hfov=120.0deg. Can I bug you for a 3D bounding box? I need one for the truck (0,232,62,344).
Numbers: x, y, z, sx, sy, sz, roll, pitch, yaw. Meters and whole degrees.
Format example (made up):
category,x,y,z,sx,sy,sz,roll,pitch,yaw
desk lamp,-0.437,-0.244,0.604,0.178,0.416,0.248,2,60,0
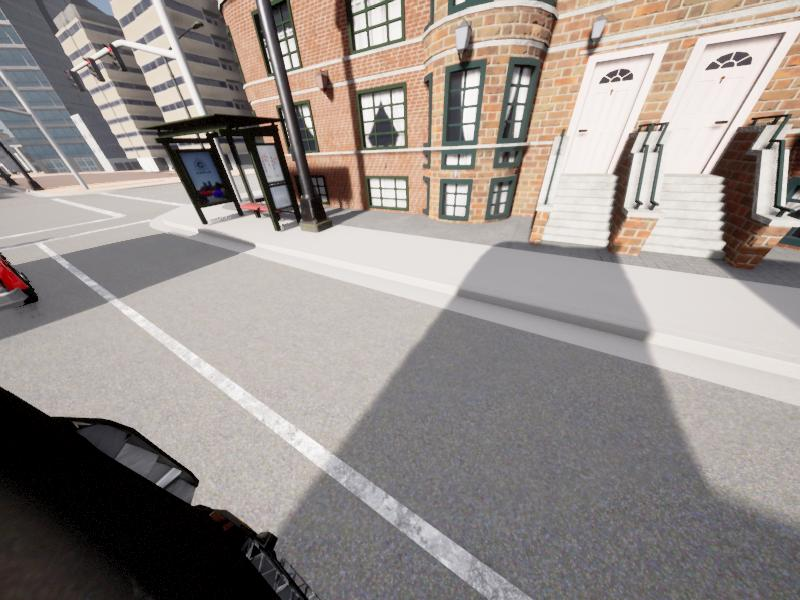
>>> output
category,x,y,z,sx,sy,sz,roll,pitch,yaw
truck,-8.674,-0.737,3.518,5.204,2.467,2.627,18,39,27
